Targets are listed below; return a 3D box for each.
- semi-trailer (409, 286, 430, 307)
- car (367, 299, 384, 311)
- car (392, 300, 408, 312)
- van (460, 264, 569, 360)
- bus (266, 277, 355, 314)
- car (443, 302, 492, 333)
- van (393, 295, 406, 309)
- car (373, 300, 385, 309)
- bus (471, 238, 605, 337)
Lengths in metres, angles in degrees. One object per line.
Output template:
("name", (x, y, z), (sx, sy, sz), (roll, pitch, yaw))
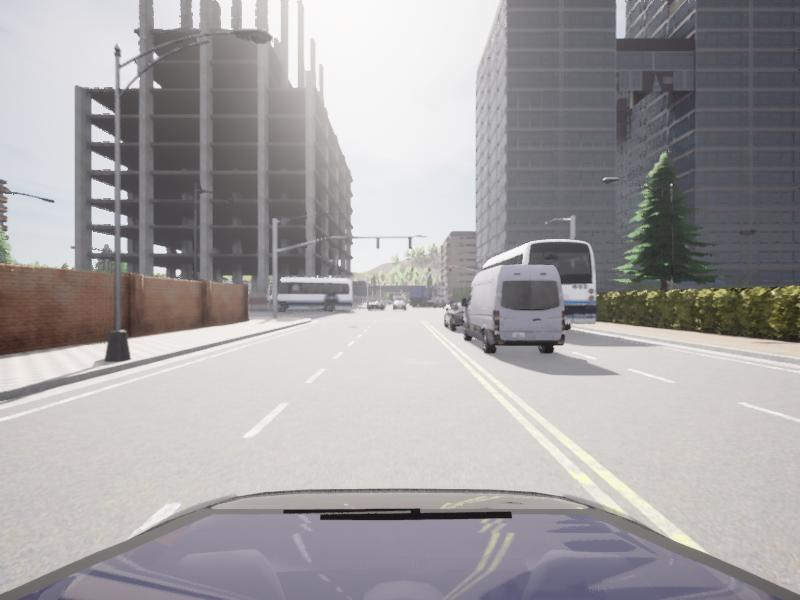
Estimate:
("semi-trailer", (4.484, -0.682, 87.864), (2.717, 4.402, 14.254), (0, 0, 10))
("car", (-3.568, 0.714, 58.681), (2.242, 1.667, 4.611), (0, 0, 0))
("car", (-0.066, 0.795, 55.759), (2.128, 1.511, 4.902), (0, 0, 0))
("van", (3.492, 0.312, 13.565), (1.988, 2.561, 5.915), (0, 0, 0))
("bus", (-11.022, -0.565, 49.159), (10.273, 4.253, 3.944), (0, 1, -20))
("car", (3.471, 0.854, 21.321), (1.812, 1.442, 4.674), (0, 0, 0))
("van", (-0.086, 0.324, 71.810), (2.351, 2.431, 6.366), (0, 0, 0))
("car", (-3.582, 0.749, 69.505), (1.801, 1.575, 5.366), (0, 0, 0))
("bus", (6.853, -0.551, 22.342), (3.944, 4.253, 10.273), (0, 0, 0))
